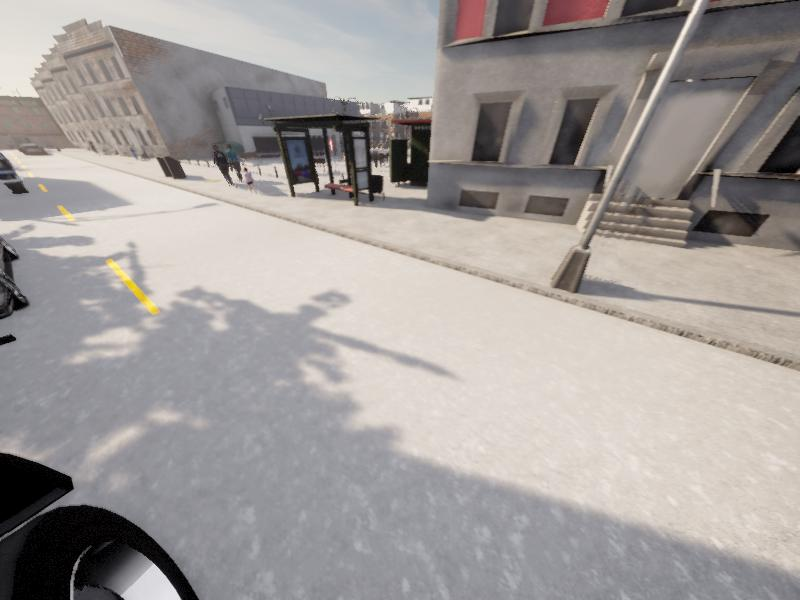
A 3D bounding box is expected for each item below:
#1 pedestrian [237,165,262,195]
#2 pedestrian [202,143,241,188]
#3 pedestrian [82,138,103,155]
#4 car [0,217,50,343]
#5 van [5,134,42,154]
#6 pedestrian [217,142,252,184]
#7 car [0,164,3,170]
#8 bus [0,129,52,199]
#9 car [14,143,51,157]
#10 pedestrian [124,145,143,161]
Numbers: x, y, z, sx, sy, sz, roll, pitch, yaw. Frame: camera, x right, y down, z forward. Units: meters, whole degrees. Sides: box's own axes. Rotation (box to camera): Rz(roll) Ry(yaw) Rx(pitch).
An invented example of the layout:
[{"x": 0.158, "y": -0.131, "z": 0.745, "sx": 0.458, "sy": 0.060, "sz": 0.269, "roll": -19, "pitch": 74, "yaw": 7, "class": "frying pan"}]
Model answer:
[{"x": -6.681, "y": -5.351, "z": 10.271, "sx": 0.500, "sy": 1.100, "sz": 0.500, "roll": 28, "pitch": 44, "yaw": 34, "class": "pedestrian"}, {"x": -8.768, "y": -6.634, "z": 11.415, "sx": 0.751, "sy": 1.860, "sz": 0.751, "roll": 26, "pitch": 42, "yaw": 31, "class": "pedestrian"}, {"x": -40.130, "y": -20.020, "z": 30.148, "sx": 0.751, "sy": 1.860, "sz": 0.751, "roll": 18, "pitch": 39, "yaw": 24, "class": "pedestrian"}, {"x": -7.857, "y": -0.619, "z": 3.516, "sx": 5.357, "sy": 1.411, "sz": 2.033, "roll": 22, "pitch": 41, "yaw": 28, "class": "car"}, {"x": -62.270, "y": -25.847, "z": 38.202, "sx": 5.915, "sy": 2.561, "sz": 1.988, "roll": 22, "pitch": 41, "yaw": 28, "class": "van"}, {"x": -8.847, "y": -7.327, "z": 12.396, "sx": 0.751, "sy": 1.860, "sz": 0.751, "roll": 26, "pitch": 43, "yaw": 32, "class": "pedestrian"}, {"x": -33.433, "y": -11.229, "z": 17.922, "sx": 3.866, "sy": 1.878, "sz": 1.905, "roll": 23, "pitch": 41, "yaw": 27, "class": "car"}, {"x": -21.090, "y": -7.255, "z": 10.356, "sx": 10.273, "sy": 4.253, "sz": 3.944, "roll": 21, "pitch": 40, "yaw": 28, "class": "bus"}, {"x": -52.157, "y": -21.304, "z": 32.766, "sx": 4.792, "sy": 1.488, "sz": 2.163, "roll": 22, "pitch": 41, "yaw": 28, "class": "car"}, {"x": -27.560, "y": -15.192, "z": 23.888, "sx": 0.751, "sy": 1.300, "sz": 0.751, "roll": 27, "pitch": 43, "yaw": 33, "class": "pedestrian"}]
